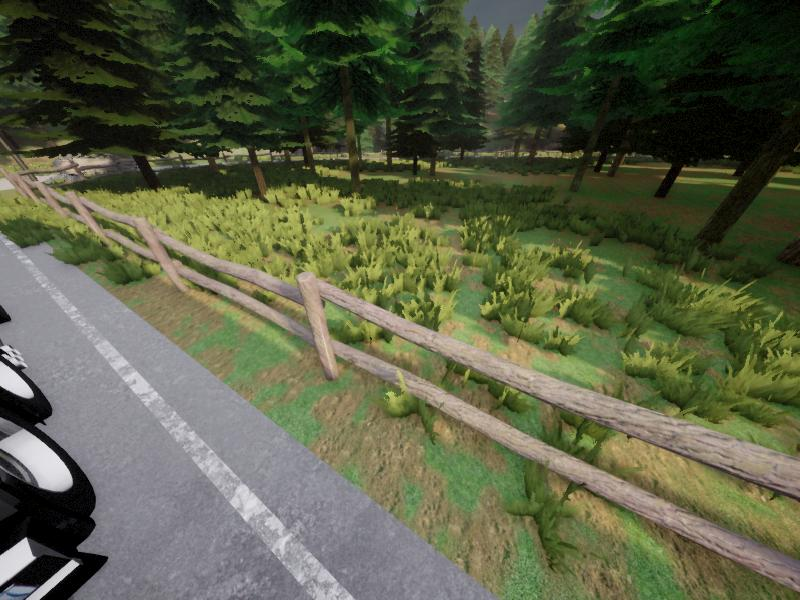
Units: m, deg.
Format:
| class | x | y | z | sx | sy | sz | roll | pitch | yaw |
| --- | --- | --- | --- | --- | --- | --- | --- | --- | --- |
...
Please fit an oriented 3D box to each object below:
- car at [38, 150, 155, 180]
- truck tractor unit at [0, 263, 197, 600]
| class | x | y | z | sx | sy | sz | roll | pitch | yaw |
| --- | --- | --- | --- | --- | --- | --- | --- | --- | --- |
| car | -23.368 | -10.734 | 18.198 | 2.152 | 1.651 | 5.027 | 11 | 36 | 16 |
| truck tractor unit | -5.110 | -0.302 | 0.781 | 6.516 | 4.208 | 3.053 | 18 | 39 | 24 |
